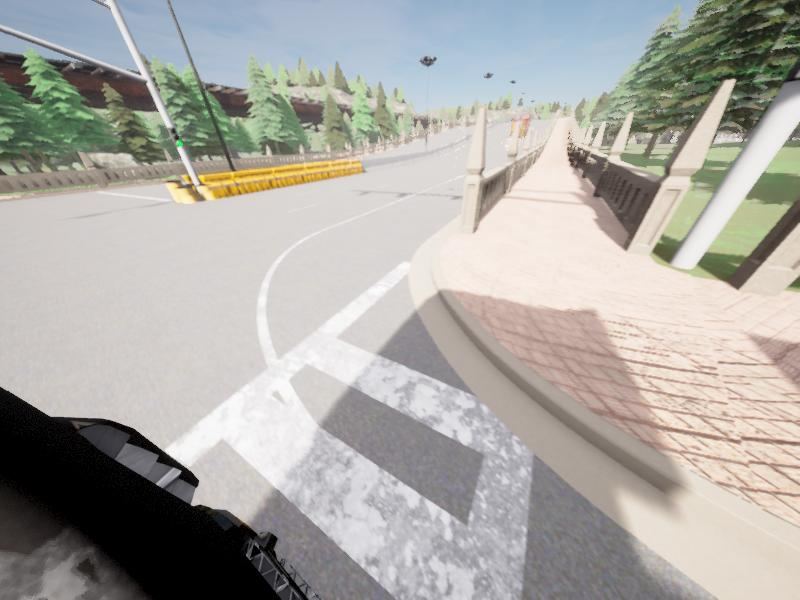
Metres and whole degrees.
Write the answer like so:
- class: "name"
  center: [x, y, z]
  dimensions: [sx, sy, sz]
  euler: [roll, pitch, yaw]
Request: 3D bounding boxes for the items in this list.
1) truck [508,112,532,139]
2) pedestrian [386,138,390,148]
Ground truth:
- class: "truck"
  center: [26.574, -38.468, 50.889]
  dimensions: [2.891, 3.827, 8.468]
  euler: [15, 44, 25]
- class: "pedestrian"
  center: [-2.946, -38.819, 57.151]
  dimensions: [0.751, 1.860, 0.751]
  euler: [15, 38, 25]
